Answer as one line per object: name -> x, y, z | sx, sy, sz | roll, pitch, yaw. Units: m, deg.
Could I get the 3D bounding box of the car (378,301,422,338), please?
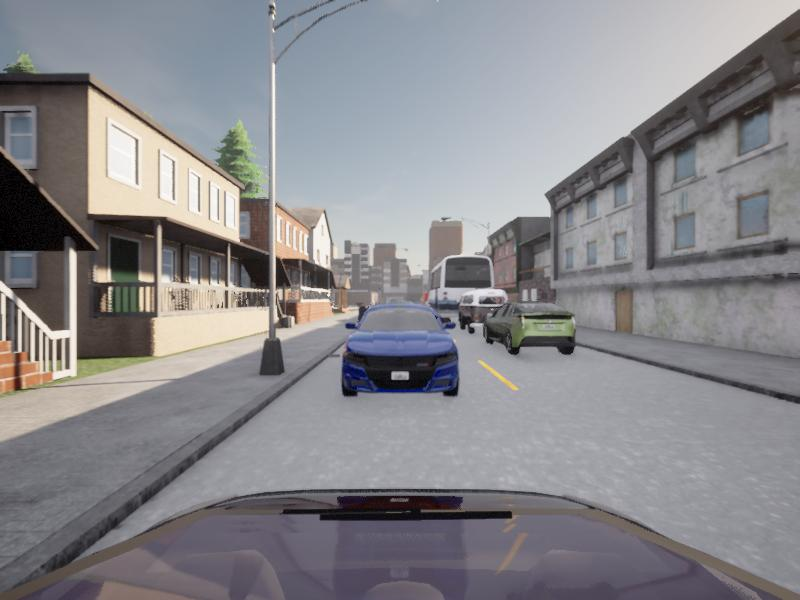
car -> 0.013, 0.817, 19.131 | 1.837, 1.490, 4.892 | 0, 0, 0

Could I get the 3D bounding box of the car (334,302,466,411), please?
car -> 0.005, 0.810, 8.188 | 1.882, 1.535, 5.008 | 0, 0, 0

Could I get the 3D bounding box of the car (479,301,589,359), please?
car -> 3.999, 0.809, 12.856 | 2.007, 1.525, 4.514 | 0, 0, 0

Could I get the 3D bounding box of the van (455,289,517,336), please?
van -> 4.016, 0.544, 19.538 | 2.069, 2.038, 4.480 | 0, 0, 0

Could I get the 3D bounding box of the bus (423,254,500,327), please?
bus -> 3.902, -0.574, 28.651 | 3.944, 4.253, 10.273 | 0, 0, 0

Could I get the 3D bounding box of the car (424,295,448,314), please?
car -> 4.058, 0.504, 45.861 | 2.150, 2.045, 5.566 | 0, 0, 0
